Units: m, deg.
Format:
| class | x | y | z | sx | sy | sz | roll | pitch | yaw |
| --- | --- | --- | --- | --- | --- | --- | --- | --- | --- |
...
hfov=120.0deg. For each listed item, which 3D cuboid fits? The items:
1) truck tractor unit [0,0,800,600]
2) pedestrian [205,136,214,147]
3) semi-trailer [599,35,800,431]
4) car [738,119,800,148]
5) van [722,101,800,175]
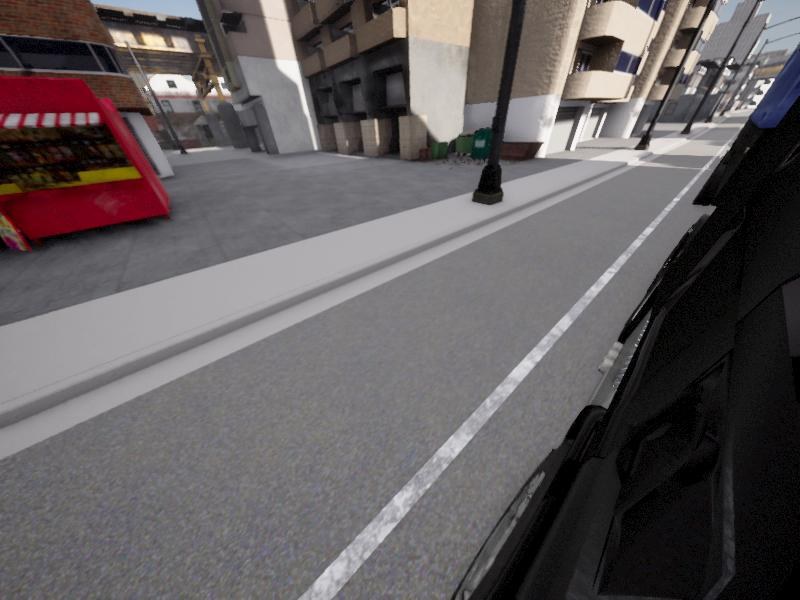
| class | x | y | z | sx | sy | sz | roll | pitch | yaw |
| --- | --- | --- | --- | --- | --- | --- | --- | --- | --- |
| truck tractor unit | 2.645 | -0.295 | 0.351 | 6.516 | 4.208 | 3.053 | -28 | 44 | -30 |
| pedestrian | -38.988 | -32.420 | 47.261 | 0.751 | 1.860 | 0.751 | -30 | 44 | -30 |
| semi-trailer | 8.660 | -3.623 | 4.274 | 14.254 | 4.402 | 2.717 | -28 | 44 | -30 |
| car | 28.709 | -13.002 | 17.983 | 4.902 | 1.511 | 2.128 | -28 | 43 | -30 |
| van | 18.367 | -7.886 | 11.040 | 6.366 | 2.431 | 2.351 | -28 | 43 | -30 |
